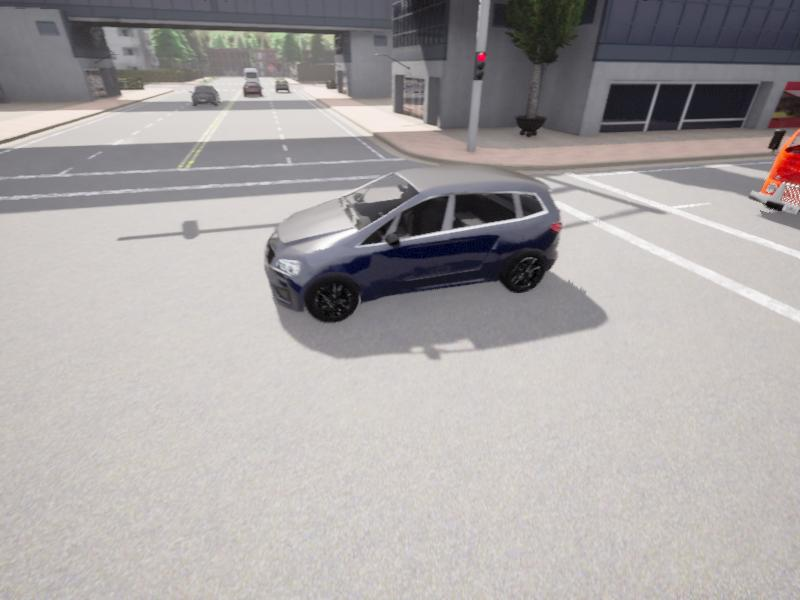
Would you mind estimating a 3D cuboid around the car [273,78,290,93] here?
[{"bbox_3d":[-15.083,-27.366,50.988,1.851,1.617,3.988,-7,31,-13],"label":"car"}]

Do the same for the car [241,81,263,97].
[{"bbox_3d":[-16.693,-23.825,45.122,1.994,1.385,4.181,-9,31,-15],"label":"car"}]

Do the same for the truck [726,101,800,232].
[{"bbox_3d":[11.202,-3.124,9.175,5.204,2.467,2.627,-9,32,-15],"label":"truck"}]

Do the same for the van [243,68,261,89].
[{"bbox_3d":[-22.267,-33.260,60.001,1.988,2.561,5.915,-9,32,-17],"label":"van"}]

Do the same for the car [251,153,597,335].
[{"bbox_3d":[0.216,-1.136,6.328,4.611,1.667,2.242,-9,32,-15],"label":"car"}]

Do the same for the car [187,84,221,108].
[{"bbox_3d":[-16.408,-17.256,33.753,1.837,1.490,4.892,-8,32,-15],"label":"car"}]
